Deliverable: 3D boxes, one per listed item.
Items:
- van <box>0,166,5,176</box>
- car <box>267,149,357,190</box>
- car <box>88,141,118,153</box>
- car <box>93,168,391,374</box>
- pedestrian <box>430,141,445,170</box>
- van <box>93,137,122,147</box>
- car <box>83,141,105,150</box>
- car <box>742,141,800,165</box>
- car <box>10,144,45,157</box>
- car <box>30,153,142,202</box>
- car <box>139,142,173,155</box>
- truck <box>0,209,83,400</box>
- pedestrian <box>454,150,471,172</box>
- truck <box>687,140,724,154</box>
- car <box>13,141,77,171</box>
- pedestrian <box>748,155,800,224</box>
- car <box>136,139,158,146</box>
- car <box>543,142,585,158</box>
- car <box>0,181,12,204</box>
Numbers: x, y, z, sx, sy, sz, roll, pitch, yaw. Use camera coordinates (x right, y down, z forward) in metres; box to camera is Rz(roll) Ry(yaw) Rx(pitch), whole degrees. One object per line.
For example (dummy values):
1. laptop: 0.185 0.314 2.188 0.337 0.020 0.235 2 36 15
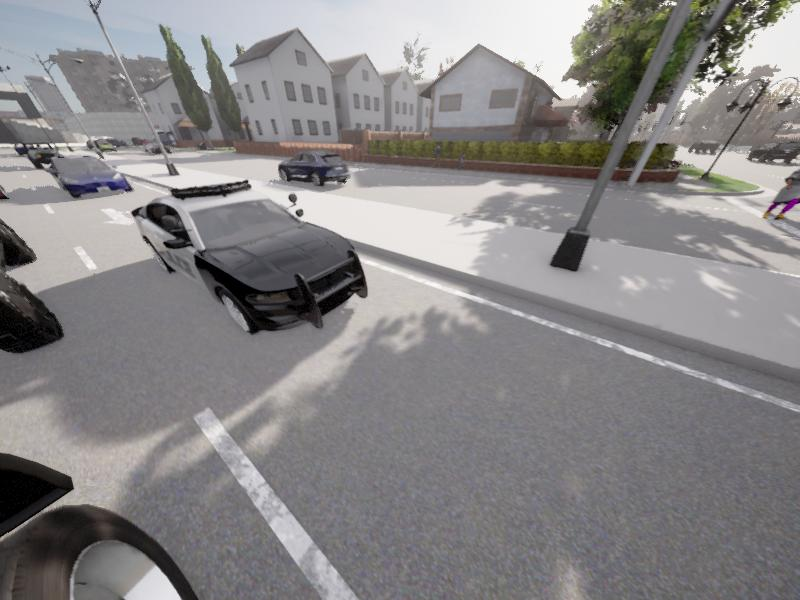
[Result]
1. van: -29.390 -9.604 15.535 4.480 2.038 2.069 22 41 28
2. car: -5.060 -7.641 13.300 4.856 1.649 2.033 22 41 28
3. car: -49.742 -25.733 38.709 4.514 1.525 2.007 22 41 28
4. car: -2.858 -1.136 4.075 5.238 1.638 1.930 22 41 28
5. pedestrian: 2.957 -11.342 18.106 0.751 1.860 0.751 20 40 25
6. van: -69.548 -37.667 55.047 2.069 2.038 4.480 -12 37 -16
7. car: -61.937 -31.425 46.806 2.033 1.411 5.357 -29 45 -35
8. car: 43.394 -17.160 26.824 2.150 2.045 5.566 22 40 27
9. car: -48.792 -19.628 30.254 4.718 1.301 1.895 22 41 28
10. car: -14.834 -5.928 10.920 4.792 1.488 2.163 22 41 28
11. car: -36.834 -22.956 34.867 4.974 1.542 2.038 22 41 28
12. truck: -7.081 -0.562 2.831 6.274 2.098 2.390 22 41 28
13. pedestrian: 4.685 -10.443 17.331 0.751 1.300 0.751 23 41 29
14. truck: 57.578 -29.046 43.731 2.390 2.098 6.274 22 41 27
15. car: -28.545 -11.660 18.591 3.866 1.878 1.905 22 41 28
16. pedestrian: 12.541 -3.492 7.307 0.751 1.860 0.751 26 42 31
17. car: -67.774 -42.246 61.964 1.845 1.501 3.633 -5 36 -7
18. car: 20.238 -18.616 28.609 3.806 1.475 1.970 22 41 28
19. car: -18.253 -4.811 9.405 4.181 1.385 1.994 22 41 28
